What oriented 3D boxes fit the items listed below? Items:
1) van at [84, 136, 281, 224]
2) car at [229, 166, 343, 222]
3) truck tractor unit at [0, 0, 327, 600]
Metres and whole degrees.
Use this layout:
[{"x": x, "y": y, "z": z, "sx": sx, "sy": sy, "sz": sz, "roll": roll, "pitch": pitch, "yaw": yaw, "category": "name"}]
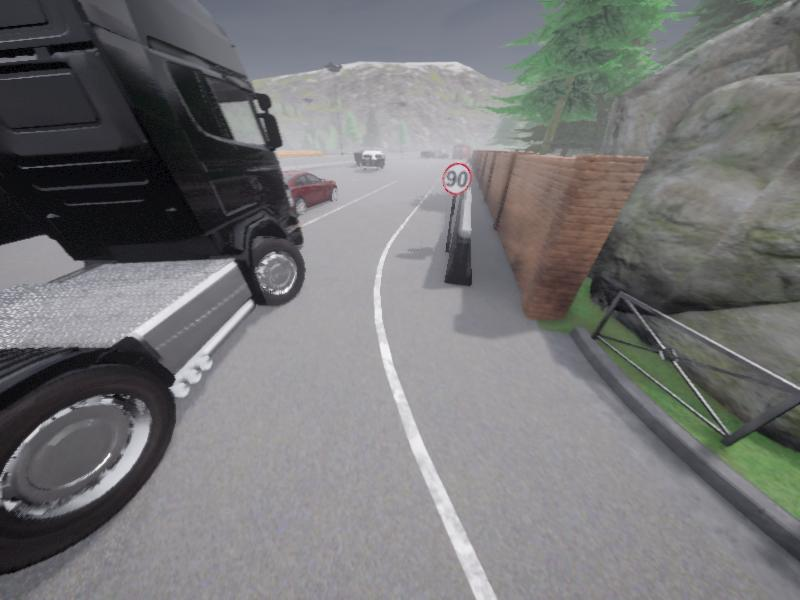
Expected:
[{"x": -8.315, "y": -5.514, "z": 10.183, "sx": 1.988, "sy": 2.561, "sz": 5.915, "roll": 8, "pitch": 34, "yaw": 9, "category": "van"}, {"x": -4.643, "y": -5.064, "z": 10.562, "sx": 1.882, "sy": 1.535, "sz": 5.008, "roll": 8, "pitch": 34, "yaw": 10, "category": "car"}, {"x": -3.451, "y": -0.807, "z": 1.651, "sx": 3.053, "sy": 4.208, "sz": 6.516, "roll": -2, "pitch": 33, "yaw": 3, "category": "truck tractor unit"}]
